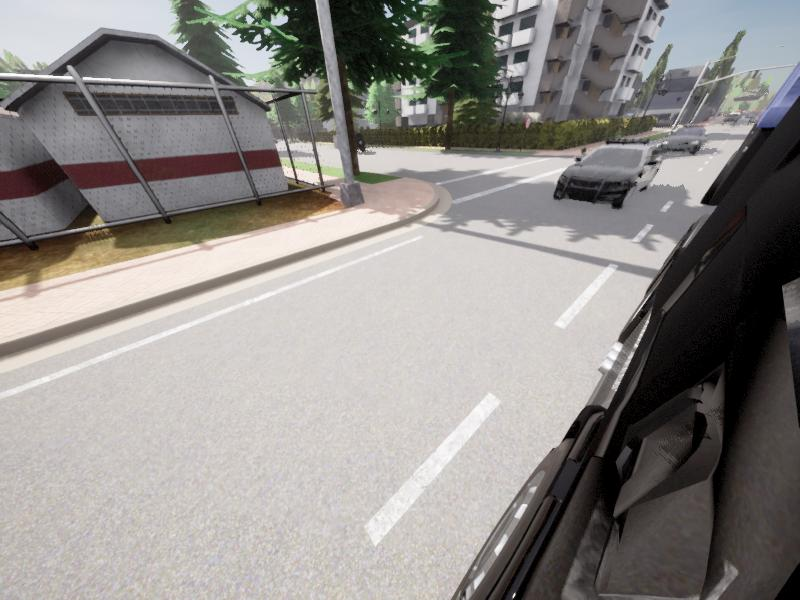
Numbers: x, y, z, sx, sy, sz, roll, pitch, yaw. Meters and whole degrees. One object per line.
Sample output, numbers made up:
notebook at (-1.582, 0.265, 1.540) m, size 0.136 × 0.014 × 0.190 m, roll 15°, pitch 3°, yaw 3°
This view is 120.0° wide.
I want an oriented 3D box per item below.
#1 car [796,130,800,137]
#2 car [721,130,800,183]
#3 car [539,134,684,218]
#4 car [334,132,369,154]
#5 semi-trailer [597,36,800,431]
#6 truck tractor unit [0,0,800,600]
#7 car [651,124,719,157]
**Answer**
car at (39.550, -16.245, 21.580) m, size 5.366 × 1.575 × 1.801 m, roll -28°, pitch 44°, yaw -30°
car at (15.513, -6.055, 9.556) m, size 3.806 × 1.475 × 1.970 m, roll -28°, pitch 43°, yaw -30°
car at (7.073, -4.362, 7.661) m, size 5.238 × 1.638 × 1.930 m, roll -28°, pitch 44°, yaw -30°
car at (-5.469, -17.676, 25.968) m, size 1.905 × 1.878 × 3.866 m, roll -27°, pitch 43°, yaw -29°
semi-trailer at (8.730, -3.583, 4.197) m, size 14.254 × 4.402 × 2.717 m, roll -28°, pitch 43°, yaw -29°
truck tractor unit at (2.645, -0.295, 0.351) m, size 6.516 × 4.208 × 3.053 m, roll -28°, pitch 44°, yaw -30°
car at (19.716, -11.089, 15.958) m, size 4.974 × 1.542 × 2.038 m, roll -28°, pitch 44°, yaw -30°
